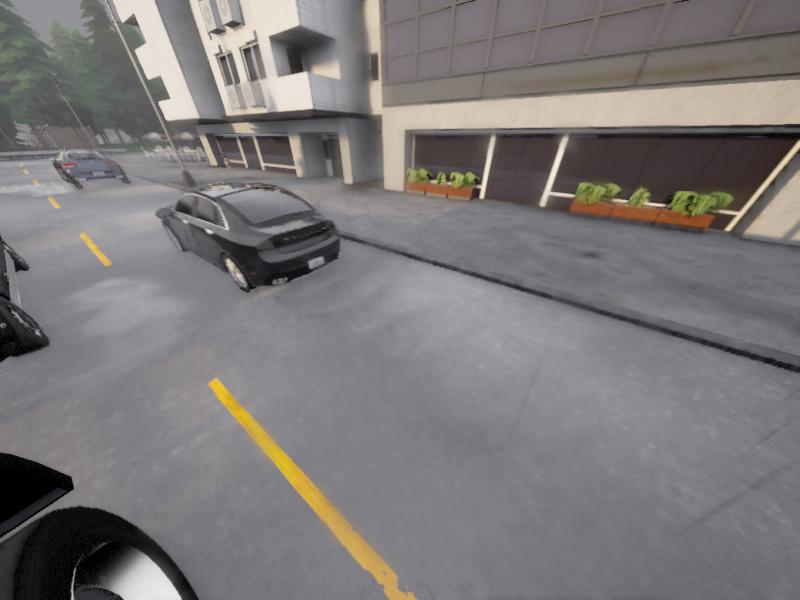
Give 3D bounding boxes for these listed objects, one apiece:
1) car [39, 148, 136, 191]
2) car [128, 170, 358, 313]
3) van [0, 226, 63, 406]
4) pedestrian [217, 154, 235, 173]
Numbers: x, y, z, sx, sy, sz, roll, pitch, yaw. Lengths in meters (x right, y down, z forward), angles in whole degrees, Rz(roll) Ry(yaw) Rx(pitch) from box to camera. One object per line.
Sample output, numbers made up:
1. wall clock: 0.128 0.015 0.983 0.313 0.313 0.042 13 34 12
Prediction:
1. car: -17.514 -7.450 12.942 5.027 1.651 2.152 22 41 28
2. car: -3.400 -1.658 4.942 4.892 1.490 1.837 22 41 28
3. van: -6.836 -0.671 2.615 5.915 2.561 1.988 22 40 28
4. pedestrian: -12.501 -9.847 16.656 0.500 1.100 0.500 6 36 8
